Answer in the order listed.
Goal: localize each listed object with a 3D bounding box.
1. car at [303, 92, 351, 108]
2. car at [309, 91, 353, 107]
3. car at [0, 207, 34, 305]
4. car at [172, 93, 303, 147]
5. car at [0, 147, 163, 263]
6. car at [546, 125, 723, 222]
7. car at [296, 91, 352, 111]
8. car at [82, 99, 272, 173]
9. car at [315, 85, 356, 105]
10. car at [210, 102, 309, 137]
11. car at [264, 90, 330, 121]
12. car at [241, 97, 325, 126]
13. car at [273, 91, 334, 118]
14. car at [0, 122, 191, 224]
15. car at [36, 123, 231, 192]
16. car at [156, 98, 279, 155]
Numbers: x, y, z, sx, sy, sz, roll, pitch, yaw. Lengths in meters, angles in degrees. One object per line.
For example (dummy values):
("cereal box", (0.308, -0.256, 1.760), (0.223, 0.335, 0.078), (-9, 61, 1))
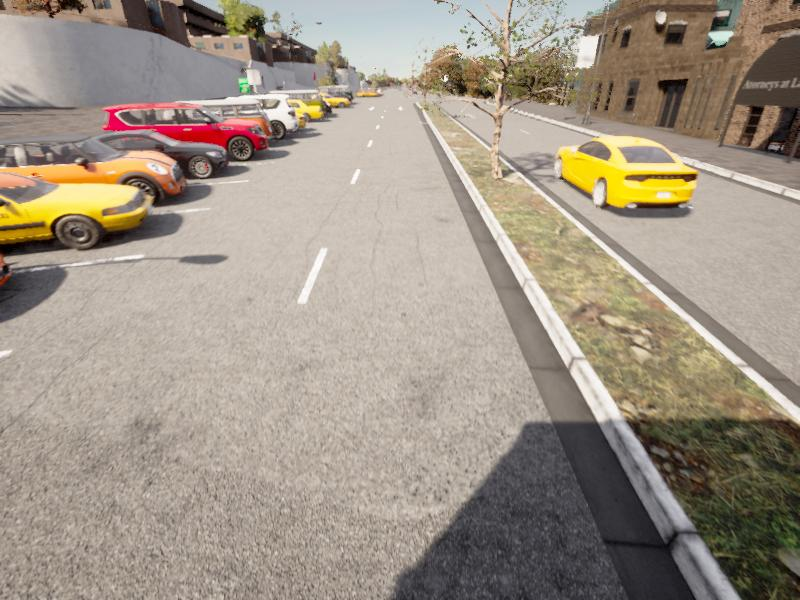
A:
("car", (-8.011, -22.005, 43.960), (4.674, 1.452, 2.002), (-11, 30, -17))
("car", (-8.001, -23.446, 46.561), (4.674, 1.452, 2.002), (-11, 31, -17))
("car", (-8.086, -0.338, 4.894), (4.553, 1.767, 2.185), (-11, 31, -17))
("car", (-8.063, -9.252, 20.366), (5.566, 2.045, 2.435), (-11, 31, -17))
("car", (-7.878, -1.754, 7.603), (5.366, 1.575, 1.946), (-11, 31, -17))
("car", (5.919, -3.711, 11.052), (1.882, 1.535, 5.008), (0, 29, 0))
("car", (-7.838, -20.632, 41.389), (5.366, 1.575, 1.946), (-11, 30, -17))
("car", (-8.019, -6.351, 15.199), (5.566, 2.045, 2.435), (-11, 31, -17))
("car", (-7.896, -25.146, 49.077), (4.442, 1.987, 1.878), (-11, 30, -17))
("car", (-8.038, -10.488, 23.102), (5.008, 1.535, 2.097), (-11, 30, -17))
("car", (-7.919, -15.041, 30.842), (4.442, 1.987, 1.878), (-11, 30, -17))
("car", (-8.200, -13.345, 28.249), (5.366, 1.575, 1.946), (-11, 31, -17))
("car", (-8.053, -16.370, 33.451), (4.553, 1.767, 2.185), (-11, 30, -17))
("car", (-8.078, -3.293, 10.061), (4.553, 1.767, 2.185), (-11, 31, -17))
("car", (-8.047, -4.625, 12.737), (4.674, 1.452, 2.002), (-11, 31, -17))
("car", (-7.933, -7.802, 17.828), (4.442, 1.987, 1.878), (-11, 31, -17))
